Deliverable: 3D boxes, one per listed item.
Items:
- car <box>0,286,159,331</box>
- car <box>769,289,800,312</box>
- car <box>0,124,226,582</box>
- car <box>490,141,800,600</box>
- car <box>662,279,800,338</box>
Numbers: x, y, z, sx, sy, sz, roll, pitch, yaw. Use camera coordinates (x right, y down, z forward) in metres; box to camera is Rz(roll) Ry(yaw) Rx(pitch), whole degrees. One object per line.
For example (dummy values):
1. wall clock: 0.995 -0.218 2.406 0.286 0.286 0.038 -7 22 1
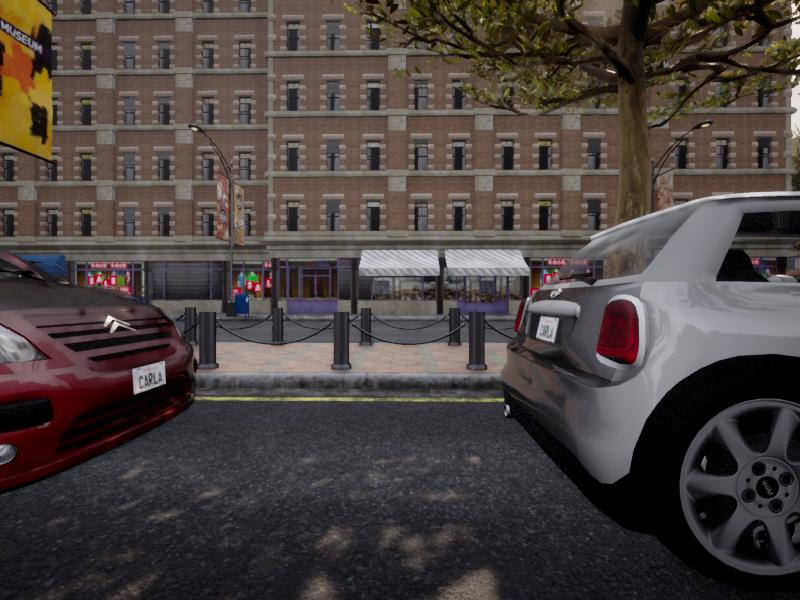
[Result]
1. car: -11.278 0.270 13.923 4.674 1.442 1.812 0 0 1
2. car: 34.530 0.046 34.527 1.905 1.878 3.866 0 0 2
3. car: -3.390 0.188 2.287 3.988 1.617 1.851 0 0 1
4. car: 2.600 0.253 2.173 3.806 1.475 1.970 0 0 1
5. car: 10.824 0.227 11.946 4.974 1.542 2.038 0 0 -10
